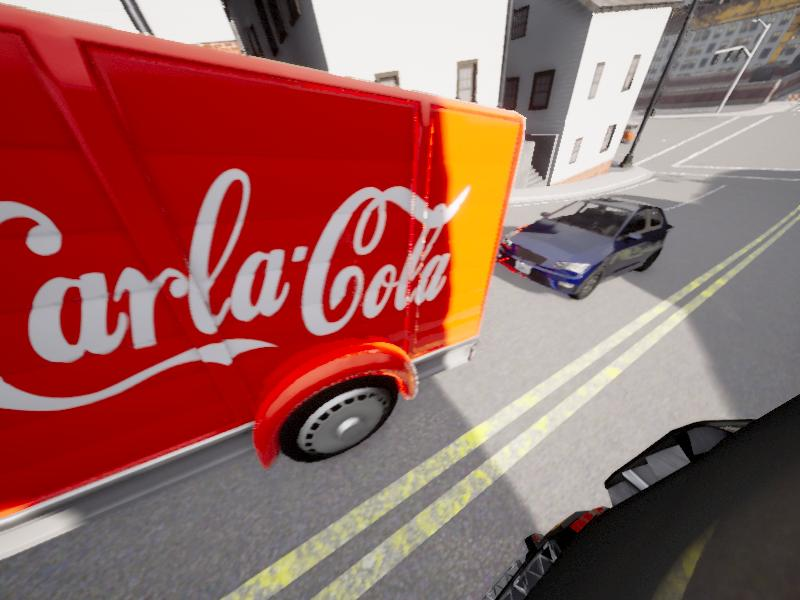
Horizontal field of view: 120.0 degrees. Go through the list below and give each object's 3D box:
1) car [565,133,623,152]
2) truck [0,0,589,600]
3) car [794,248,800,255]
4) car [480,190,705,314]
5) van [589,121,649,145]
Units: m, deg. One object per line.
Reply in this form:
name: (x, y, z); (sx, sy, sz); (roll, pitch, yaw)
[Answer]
car: (22.621, -18.560, 27.175); (1.812, 1.442, 4.674); (-27, 43, -18)
truck: (-1.998, -0.040, 1.643); (5.204, 2.467, 2.627); (-15, 38, -26)
car: (14.857, -2.058, 7.116); (4.181, 1.385, 1.994); (-17, 39, -25)
car: (4.053, -1.338, 4.946); (4.193, 1.474, 1.816); (-16, 38, -26)
van: (25.964, -19.988, 27.649); (1.775, 1.987, 4.442); (-26, 43, -17)
